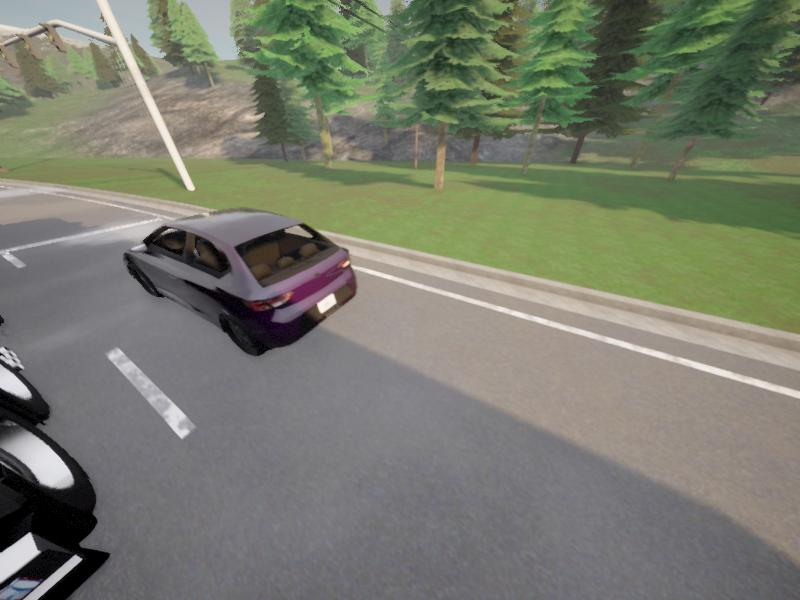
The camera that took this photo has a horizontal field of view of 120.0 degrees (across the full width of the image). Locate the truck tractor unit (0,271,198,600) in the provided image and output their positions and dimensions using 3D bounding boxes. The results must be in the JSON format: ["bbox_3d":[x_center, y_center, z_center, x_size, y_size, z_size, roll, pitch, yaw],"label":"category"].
[{"bbox_3d":[-5.122,-0.288,0.769,6.516,4.208,3.053,18,39,24],"label":"truck tractor unit"}]

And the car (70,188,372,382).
[{"bbox_3d":[-2.757,-0.695,3.739,4.193,1.474,1.816,18,39,24],"label":"car"}]
